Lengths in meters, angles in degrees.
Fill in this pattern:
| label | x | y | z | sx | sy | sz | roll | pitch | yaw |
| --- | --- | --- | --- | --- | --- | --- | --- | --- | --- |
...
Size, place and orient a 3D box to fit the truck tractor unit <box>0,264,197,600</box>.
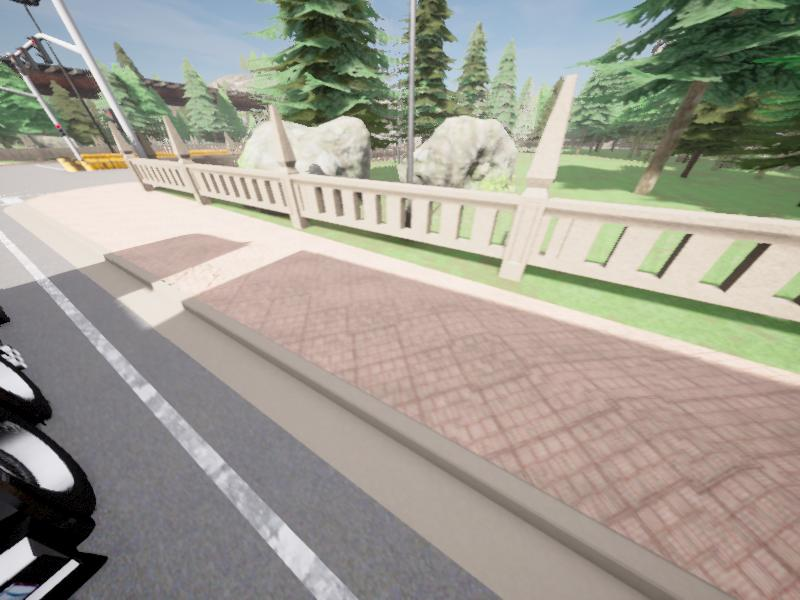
| label | x | y | z | sx | sy | sz | roll | pitch | yaw |
| --- | --- | --- | --- | --- | --- | --- | --- | --- | --- |
| truck tractor unit | -5.112 | -0.300 | 0.782 | 6.516 | 4.208 | 3.053 | 18 | 39 | 24 |
